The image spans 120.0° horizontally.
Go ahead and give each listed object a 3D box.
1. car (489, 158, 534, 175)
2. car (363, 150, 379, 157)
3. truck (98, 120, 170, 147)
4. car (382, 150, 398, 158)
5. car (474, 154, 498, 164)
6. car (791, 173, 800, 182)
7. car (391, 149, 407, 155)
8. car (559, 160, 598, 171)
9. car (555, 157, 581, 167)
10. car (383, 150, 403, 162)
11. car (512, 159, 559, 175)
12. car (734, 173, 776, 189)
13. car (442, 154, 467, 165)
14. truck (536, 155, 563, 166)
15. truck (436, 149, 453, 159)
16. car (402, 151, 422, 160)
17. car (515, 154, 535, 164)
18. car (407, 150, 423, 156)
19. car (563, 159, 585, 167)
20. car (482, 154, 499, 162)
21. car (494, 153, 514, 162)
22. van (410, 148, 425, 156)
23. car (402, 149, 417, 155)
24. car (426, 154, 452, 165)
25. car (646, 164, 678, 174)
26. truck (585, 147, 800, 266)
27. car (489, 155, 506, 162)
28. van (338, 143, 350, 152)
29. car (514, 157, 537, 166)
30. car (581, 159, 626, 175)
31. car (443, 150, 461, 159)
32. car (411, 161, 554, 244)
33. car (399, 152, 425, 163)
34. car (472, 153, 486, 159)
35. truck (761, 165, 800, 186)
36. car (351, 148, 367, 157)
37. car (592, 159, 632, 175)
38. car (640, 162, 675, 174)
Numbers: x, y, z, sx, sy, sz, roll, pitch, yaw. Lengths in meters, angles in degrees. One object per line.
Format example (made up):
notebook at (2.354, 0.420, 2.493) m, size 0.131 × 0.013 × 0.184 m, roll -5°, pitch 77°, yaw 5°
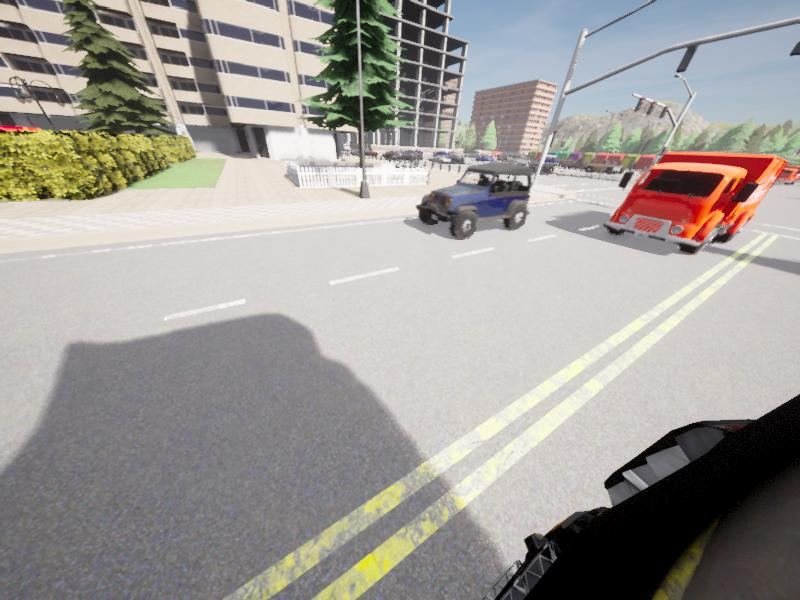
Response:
car at (14.738, -17.854, 30.830) m, size 2.163 × 1.488 × 4.792 m, roll -16°, pitch 38°, yaw -26°
car at (-7.072, -35.466, 55.816) m, size 1.895 × 1.301 × 4.718 m, roll -16°, pitch 38°, yaw -26°
truck at (-53.824, -33.996, 47.342) m, size 8.468 × 3.827 × 2.891 m, roll -15°, pitch 38°, yaw -26°
car at (-2.431, -34.782, 55.030) m, size 1.812 × 1.442 × 4.674 m, roll -16°, pitch 38°, yaw -26°
car at (19.628, -32.510, 53.042) m, size 2.242 × 1.667 × 4.611 m, roll -16°, pitch 38°, yaw -26°
car at (81.596, -24.705, 46.624) m, size 5.366 × 1.575 × 1.801 m, roll -15°, pitch 37°, yaw -25°
car at (-0.503, -52.806, 82.274) m, size 5.357 × 1.411 × 2.033 m, roll -16°, pitch 38°, yaw -26°
car at (33.221, -25.148, 43.156) m, size 2.033 × 1.415 × 5.357 m, roll -16°, pitch 38°, yaw -26°
car at (42.292, -34.973, 58.321) m, size 1.932 × 1.855 × 4.605 m, roll -16°, pitch 38°, yaw -26°
car at (-1.261, -26.021, 41.740) m, size 1.851 × 1.617 × 3.988 m, roll -16°, pitch 38°, yaw -26°
car at (18.331, -18.171, 31.552) m, size 1.882 × 1.535 × 5.008 m, roll -16°, pitch 38°, yaw -26°
car at (43.904, -14.804, 28.578) m, size 3.633 × 1.501 × 1.845 m, roll -15°, pitch 37°, yaw -25°
car at (10.091, -26.267, 43.195) m, size 1.812 × 1.442 × 4.674 m, roll -16°, pitch 38°, yaw -26°
truck at (35.215, -33.026, 54.625) m, size 2.069 × 2.038 × 4.478 m, roll -16°, pitch 38°, yaw -26°
truck at (12.113, -40.202, 63.568) m, size 2.069 × 2.038 × 4.478 m, roll -16°, pitch 38°, yaw -26°
car at (2.723, -33.524, 53.598) m, size 2.033 × 1.411 × 5.357 m, roll -16°, pitch 38°, yaw -26°
car at (32.018, -36.113, 59.203) m, size 1.905 × 1.878 × 3.866 m, roll -16°, pitch 38°, yaw -26°
car at (5.146, -49.922, 78.426) m, size 4.902 × 1.511 × 2.128 m, roll -16°, pitch 38°, yaw -26°
car at (44.821, -35.470, 59.661) m, size 1.784 × 1.438 × 3.905 m, roll -16°, pitch 38°, yaw -26°
car at (25.156, -39.526, 64.229) m, size 1.970 × 1.475 × 3.806 m, roll -16°, pitch 38°, yaw -26°
car at (29.969, -41.108, 66.577) m, size 1.932 × 1.855 × 4.605 m, roll -16°, pitch 38°, yaw -26°
van at (5.609, -48.057, 75.112) m, size 4.480 × 2.038 × 2.069 m, roll -16°, pitch 38°, yaw -26°
car at (3.209, -51.739, 80.720) m, size 4.892 × 1.490 × 1.837 m, roll -16°, pitch 38°, yaw -26°
car at (7.003, -25.409, 41.777) m, size 1.895 × 1.301 × 4.718 m, roll -16°, pitch 38°, yaw -26°
car at (53.558, -26.769, 47.290) m, size 1.970 × 1.475 × 3.806 m, roll -16°, pitch 38°, yaw -26°
truck at (9.151, -3.159, 7.283) m, size 5.204 × 2.467 × 2.627 m, roll -15°, pitch 38°, yaw -26°
car at (27.663, -40.256, 65.481) m, size 1.784 × 1.438 × 3.905 m, roll -16°, pitch 38°, yaw -26°
van at (-21.134, -57.538, 86.973) m, size 2.351 × 2.431 × 6.366 m, roll -16°, pitch 38°, yaw -26°
car at (27.706, -30.619, 50.981) m, size 1.970 × 1.475 × 3.806 m, roll -16°, pitch 38°, yaw -26°
car at (31.566, -20.807, 36.033) m, size 1.932 × 1.855 × 4.605 m, roll -16°, pitch 38°, yaw -26°
car at (14.579, -40.862, 64.939) m, size 1.932 × 1.855 × 4.605 m, roll -16°, pitch 38°, yaw -26°
car at (2.561, -3.301, 7.464) m, size 3.866 × 1.878 × 1.905 m, roll -16°, pitch 38°, yaw -26°
car at (2.146, -26.406, 42.795) m, size 2.033 × 1.411 × 5.357 m, roll -16°, pitch 38°, yaw -26°
car at (30.059, -54.795, 87.871) m, size 5.357 × 1.411 × 2.033 m, roll -16°, pitch 38°, yaw -26°
truck at (60.190, -19.472, 36.112) m, size 5.204 × 2.467 × 2.627 m, roll -15°, pitch 37°, yaw -25°
car at (-9.485, -34.113, 53.354) m, size 2.038 × 1.542 × 4.974 m, roll -16°, pitch 38°, yaw -26°
car at (34.097, -21.481, 37.265) m, size 1.905 × 1.878 × 3.866 m, roll -16°, pitch 38°, yaw -26°
car at (51.058, -26.270, 45.896) m, size 1.905 × 1.878 × 3.866 m, roll -16°, pitch 38°, yaw -26°
